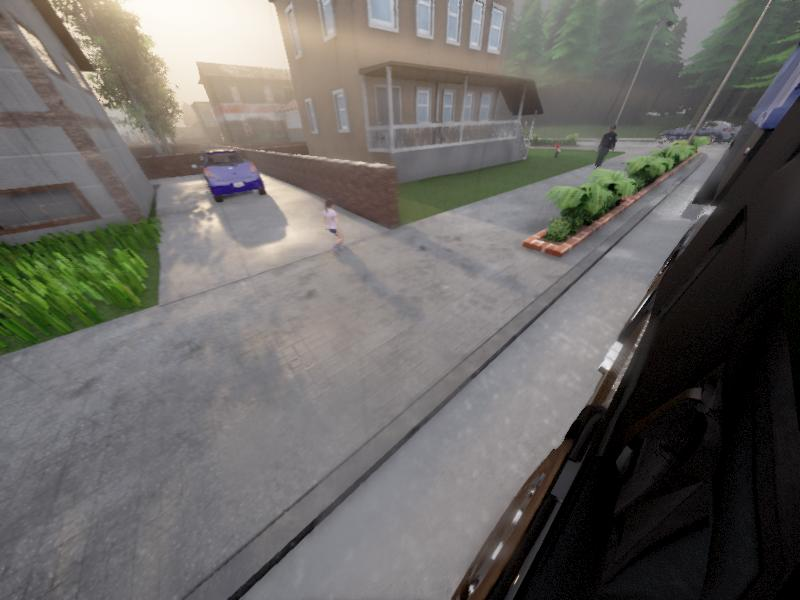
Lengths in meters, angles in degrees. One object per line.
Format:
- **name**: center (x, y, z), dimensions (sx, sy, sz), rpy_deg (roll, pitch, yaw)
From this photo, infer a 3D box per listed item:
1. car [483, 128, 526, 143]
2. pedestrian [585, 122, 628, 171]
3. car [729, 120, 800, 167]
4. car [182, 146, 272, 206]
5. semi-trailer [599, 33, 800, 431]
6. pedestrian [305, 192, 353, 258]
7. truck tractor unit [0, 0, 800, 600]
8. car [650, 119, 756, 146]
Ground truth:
- **car**: center (14.492, -23.130, 32.463), dimensions (2.038, 1.542, 4.974), rpy_deg (-28, 43, -30)
- **pedestrian**: center (9.826, -7.302, 11.042), dimensions (0.751, 1.860, 0.751), rpy_deg (-29, 44, -30)
- **car**: center (19.690, -8.282, 12.087), dimensions (1.930, 1.638, 5.238), rpy_deg (29, 47, 34)
- **car**: center (-6.622, -4.864, 8.788), dimensions (1.845, 1.501, 3.633), rpy_deg (-28, 43, -30)
- **semi-trailer**: center (8.648, -3.640, 4.275), dimensions (14.254, 4.402, 2.717), rpy_deg (-29, 44, -30)
- **pedestrian**: center (-1.395, -1.497, 4.644), dimensions (0.500, 1.100, 0.500), rpy_deg (19, 42, 26)
- **truck tractor unit**: center (2.645, -0.295, 0.351), dimensions (6.516, 4.208, 3.053), rpy_deg (-28, 44, -30)
- **car**: center (26.079, -14.667, 20.244), dimensions (2.152, 1.651, 5.027), rpy_deg (-12, 38, -13)
